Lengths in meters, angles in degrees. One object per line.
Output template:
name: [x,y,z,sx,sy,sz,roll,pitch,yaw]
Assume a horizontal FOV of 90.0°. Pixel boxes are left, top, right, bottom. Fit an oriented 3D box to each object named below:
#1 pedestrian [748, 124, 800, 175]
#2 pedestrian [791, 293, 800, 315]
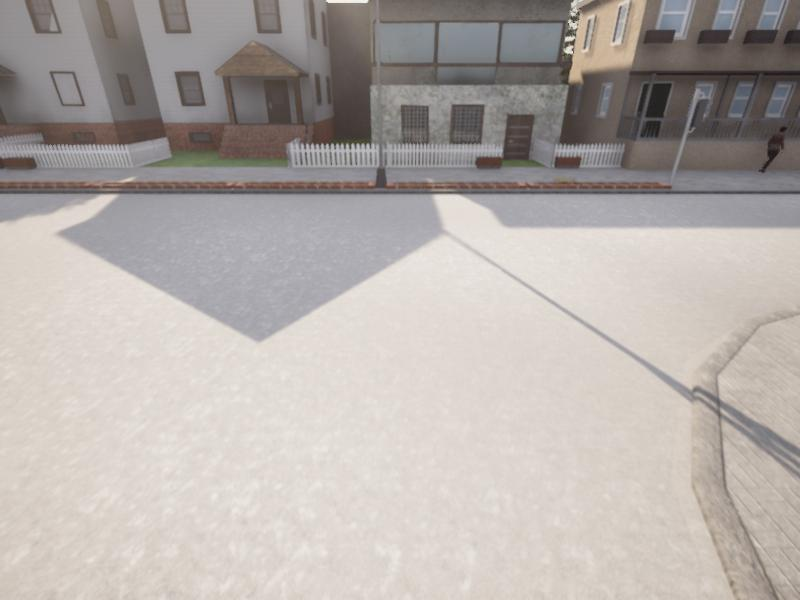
pedestrian: [15.229,-6.143,16.337,0.751,1.860,0.751,-8,28,-15]
pedestrian: [6.198,-0.238,5.615,0.500,1.100,0.500,-5,27,-9]
